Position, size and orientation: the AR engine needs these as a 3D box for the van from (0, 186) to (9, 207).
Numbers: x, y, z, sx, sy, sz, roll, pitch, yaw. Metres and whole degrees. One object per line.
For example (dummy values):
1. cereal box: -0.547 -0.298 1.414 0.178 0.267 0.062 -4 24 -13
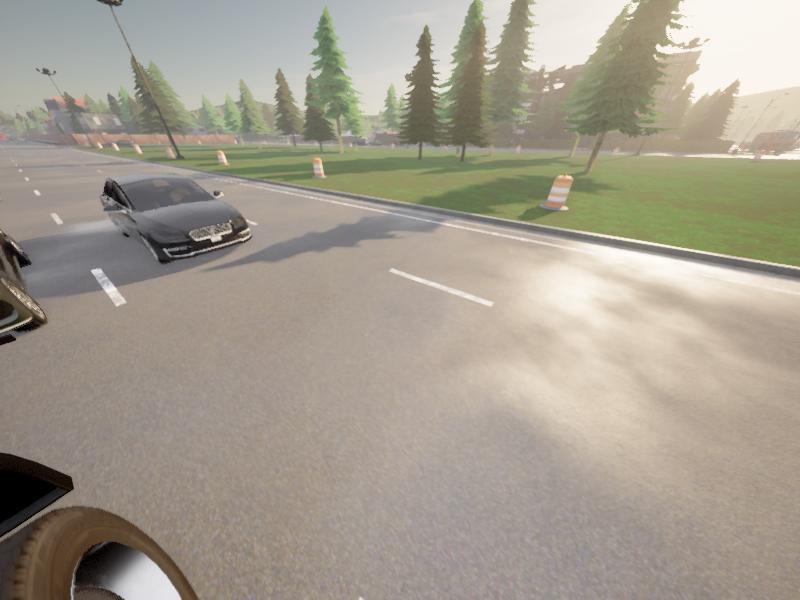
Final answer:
1. van: -17.698 -4.853 8.931 4.442 1.987 1.775 22 41 28

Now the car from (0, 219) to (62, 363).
1. car: -7.259 -0.464 3.107 5.027 1.651 2.152 22 41 28

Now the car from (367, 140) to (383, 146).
1. car: -7.770 -48.824 71.806 4.611 1.667 2.242 22 41 28

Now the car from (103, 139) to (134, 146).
1. car: -75.896 -42.509 62.310 2.242 1.667 4.611 13 37 18

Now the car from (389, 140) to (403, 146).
1. car: -1.244 -48.638 71.564 3.705 1.549 1.789 22 41 28

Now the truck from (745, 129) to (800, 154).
1. truck: 76.329 -32.442 47.220 2.891 3.827 8.468 22 41 28

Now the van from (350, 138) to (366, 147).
1. van: -12.154 -45.872 67.190 4.442 1.987 1.775 22 41 28

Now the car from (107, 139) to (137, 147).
1. car: -72.912 -41.268 60.645 2.007 1.525 4.514 12 37 17

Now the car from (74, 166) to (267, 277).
1. car: -5.837 -2.292 5.824 4.892 1.490 1.837 22 41 28
